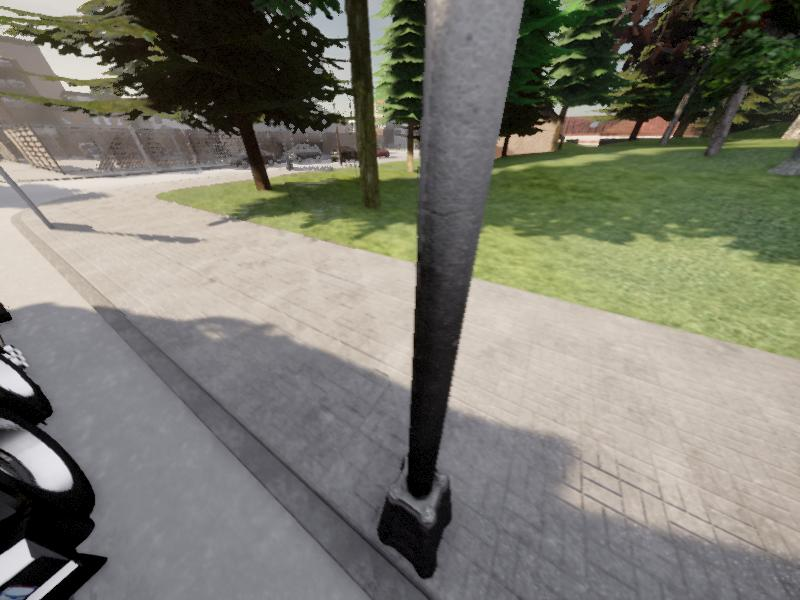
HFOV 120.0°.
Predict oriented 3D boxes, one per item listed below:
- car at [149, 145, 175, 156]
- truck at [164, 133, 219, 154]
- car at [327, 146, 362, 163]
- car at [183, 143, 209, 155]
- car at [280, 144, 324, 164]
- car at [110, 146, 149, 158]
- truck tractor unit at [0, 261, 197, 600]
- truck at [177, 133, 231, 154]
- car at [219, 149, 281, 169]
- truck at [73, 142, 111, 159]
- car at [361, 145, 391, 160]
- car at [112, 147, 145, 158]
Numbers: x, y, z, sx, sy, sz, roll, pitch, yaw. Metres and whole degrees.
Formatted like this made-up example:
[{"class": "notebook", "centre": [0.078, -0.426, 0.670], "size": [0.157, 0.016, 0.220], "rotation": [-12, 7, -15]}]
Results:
[{"class": "car", "centre": [-43.258, -27.174, 41.951], "size": [3.633, 1.501, 1.845], "rotation": [19, 39, 25]}, {"class": "truck", "centre": [-49.497, -37.490, 55.314], "size": [2.891, 3.827, 8.468], "rotation": [19, 39, 25]}, {"class": "car", "centre": [-6.846, -18.345, 29.006], "size": [1.851, 1.617, 3.988], "rotation": [19, 39, 25]}, {"class": "car", "centre": [-39.827, -29.561, 45.052], "size": [3.866, 1.878, 1.905], "rotation": [19, 39, 25]}, {"class": "car", "centre": [-11.880, -18.086, 28.441], "size": [1.932, 1.855, 4.605], "rotation": [19, 39, 25]}, {"class": "car", "centre": [-45.062, -24.827, 38.577], "size": [1.789, 1.547, 3.705], "rotation": [19, 39, 25]}, {"class": "truck tractor unit", "centre": [-5.109, -0.302, 0.787], "size": [6.516, 4.208, 3.053], "rotation": [18, 39, 24]}, {"class": "truck", "centre": [-45.624, -36.735, 54.200], "size": [2.891, 3.827, 8.468], "rotation": [19, 39, 25]}, {"class": "car", "centre": [-15.340, -14.700, 23.943], "size": [1.837, 1.490, 4.892], "rotation": [18, 39, 25]}, {"class": "truck", "centre": [-47.498, -23.059, 35.639], "size": [4.478, 2.038, 2.069], "rotation": [19, 39, 25]}, {"class": "car", "centre": [-3.376, -21.470, 33.536], "size": [2.007, 1.525, 4.514], "rotation": [18, 39, 24]}, {"class": "car", "centre": [-45.315, -24.703, 38.527], "size": [5.357, 1.415, 2.033], "rotation": [19, 39, 25]}]
